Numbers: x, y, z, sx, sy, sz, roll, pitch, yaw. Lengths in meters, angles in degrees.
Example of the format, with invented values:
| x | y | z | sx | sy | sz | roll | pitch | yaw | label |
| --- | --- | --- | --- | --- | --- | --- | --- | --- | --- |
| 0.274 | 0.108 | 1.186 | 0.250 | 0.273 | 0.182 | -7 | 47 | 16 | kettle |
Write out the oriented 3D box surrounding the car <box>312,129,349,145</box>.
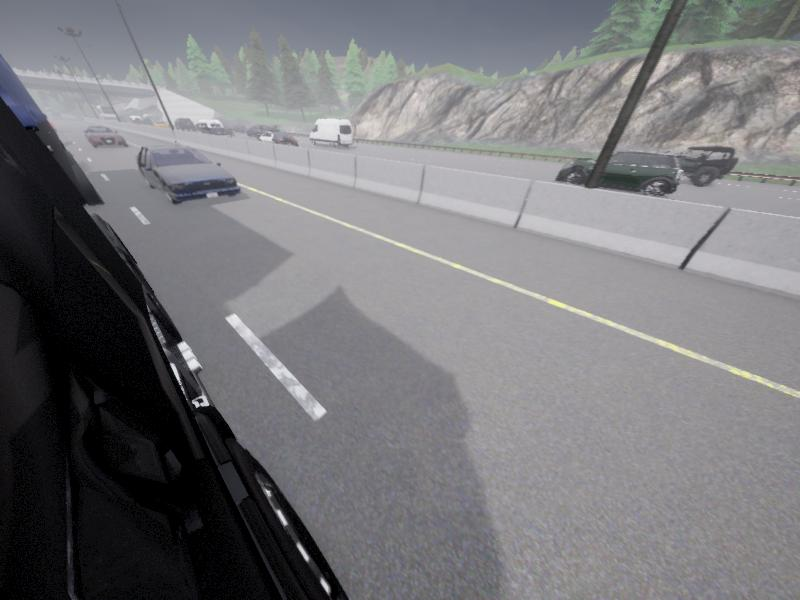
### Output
| x | y | z | sx | sy | sz | roll | pitch | yaw | label |
| --- | --- | --- | --- | --- | --- | --- | --- | --- | --- |
| -9.385 | -21.995 | 31.108 | 4.902 | 1.511 | 2.128 | 28 | 44 | 30 | car |

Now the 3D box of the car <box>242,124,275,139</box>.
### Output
| x | y | z | sx | sy | sz | roll | pitch | yaw | label |
| --- | --- | --- | --- | --- | --- | --- | --- | --- | --- |
| -21.712 | -25.872 | 35.451 | 4.611 | 1.667 | 2.242 | 28 | 44 | 30 | car |

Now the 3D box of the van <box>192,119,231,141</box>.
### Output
| x | y | z | sx | sy | sz | roll | pitch | yaw | label |
| --- | --- | --- | --- | --- | --- | --- | --- | --- | --- |
| -24.148 | -21.821 | 29.621 | 4.480 | 2.038 | 2.069 | 28 | 44 | 30 | van |

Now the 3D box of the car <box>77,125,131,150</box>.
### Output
| x | y | z | sx | sy | sz | roll | pitch | yaw | label |
| --- | --- | --- | --- | --- | --- | --- | --- | --- | --- |
| -24.184 | -13.323 | 18.876 | 4.181 | 1.385 | 1.994 | 28 | 44 | 30 | car |

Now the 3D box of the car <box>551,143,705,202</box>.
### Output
| x | y | z | sx | sy | sz | roll | pitch | yaw | label |
| --- | --- | --- | --- | --- | --- | --- | --- | --- | --- |
| 10.252 | -6.171 | 10.907 | 4.553 | 1.767 | 2.097 | 28 | 44 | 30 | car |

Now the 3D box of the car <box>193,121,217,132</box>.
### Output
| x | y | z | sx | sy | sz | roll | pitch | yaw | label |
| --- | --- | --- | --- | --- | --- | --- | --- | --- | --- |
| -40.137 | -35.653 | 47.482 | 5.027 | 1.651 | 2.152 | 28 | 44 | 30 | car |

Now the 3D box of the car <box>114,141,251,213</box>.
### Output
| x | y | z | sx | sy | sz | roll | pitch | yaw | label |
| --- | --- | --- | --- | --- | --- | --- | --- | --- | --- |
| -7.742 | -4.586 | 8.142 | 5.357 | 1.411 | 2.033 | 28 | 44 | 30 | car |

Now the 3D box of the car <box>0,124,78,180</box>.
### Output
| x | y | z | sx | sy | sz | roll | pitch | yaw | label |
| --- | --- | --- | --- | --- | --- | --- | --- | --- | --- |
| -16.736 | -6.725 | 10.296 | 4.856 | 1.649 | 2.033 | 28 | 44 | 30 | car |

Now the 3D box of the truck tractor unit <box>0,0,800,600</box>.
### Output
| x | y | z | sx | sy | sz | roll | pitch | yaw | label |
| --- | --- | --- | --- | --- | --- | --- | --- | --- | --- |
| -2.645 | -0.295 | 0.352 | 6.516 | 4.208 | 3.053 | 28 | 44 | 30 | truck tractor unit |

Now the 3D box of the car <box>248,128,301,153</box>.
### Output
| x | y | z | sx | sy | sz | roll | pitch | yaw | label |
| --- | --- | --- | --- | --- | --- | --- | --- | --- | --- |
| -11.820 | -15.053 | 21.731 | 4.974 | 1.542 | 2.038 | 28 | 44 | 30 | car |

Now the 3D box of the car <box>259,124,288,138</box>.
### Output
| x | y | z | sx | sy | sz | roll | pitch | yaw | label |
| --- | --- | --- | --- | --- | --- | --- | --- | --- | --- |
| -21.244 | -28.370 | 38.797 | 4.611 | 1.667 | 2.242 | 28 | 44 | 30 | car |

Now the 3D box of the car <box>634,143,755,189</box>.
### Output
| x | y | z | sx | sy | sz | roll | pitch | yaw | label |
| --- | --- | --- | --- | --- | --- | --- | --- | --- | --- |
| 17.008 | -8.113 | 13.784 | 3.866 | 1.878 | 1.905 | 28 | 44 | 30 | car |

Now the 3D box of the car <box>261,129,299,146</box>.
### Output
| x | y | z | sx | sy | sz | roll | pitch | yaw | label |
| --- | --- | --- | --- | --- | --- | --- | --- | --- | --- |
| -13.987 | -18.890 | 26.843 | 4.181 | 1.385 | 1.994 | 28 | 44 | 30 | car |

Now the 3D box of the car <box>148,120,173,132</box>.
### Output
| x | y | z | sx | sy | sz | roll | pitch | yaw | label |
| --- | --- | --- | --- | --- | --- | --- | --- | --- | --- |
| -45.001 | -32.728 | 43.359 | 5.366 | 1.575 | 1.801 | 28 | 44 | 30 | car |

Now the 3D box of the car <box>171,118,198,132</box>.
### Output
| x | y | z | sx | sy | sz | roll | pitch | yaw | label |
| --- | --- | --- | --- | --- | --- | --- | --- | --- | --- |
| -41.771 | -33.948 | 44.772 | 5.566 | 2.045 | 2.150 | 28 | 44 | 30 | car |

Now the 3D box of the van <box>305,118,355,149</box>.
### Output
| x | y | z | sx | sy | sz | roll | pitch | yaw | label |
| --- | --- | --- | --- | --- | --- | --- | --- | --- | --- |
| -7.996 | -18.933 | 26.256 | 5.915 | 2.561 | 1.988 | 28 | 44 | 30 | van |

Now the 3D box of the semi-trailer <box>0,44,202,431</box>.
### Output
| x | y | z | sx | sy | sz | roll | pitch | yaw | label |
| --- | --- | --- | --- | --- | --- | --- | --- | --- | --- |
| -8.701 | -3.590 | 4.244 | 14.254 | 4.402 | 2.717 | 28 | 44 | 30 | semi-trailer |
